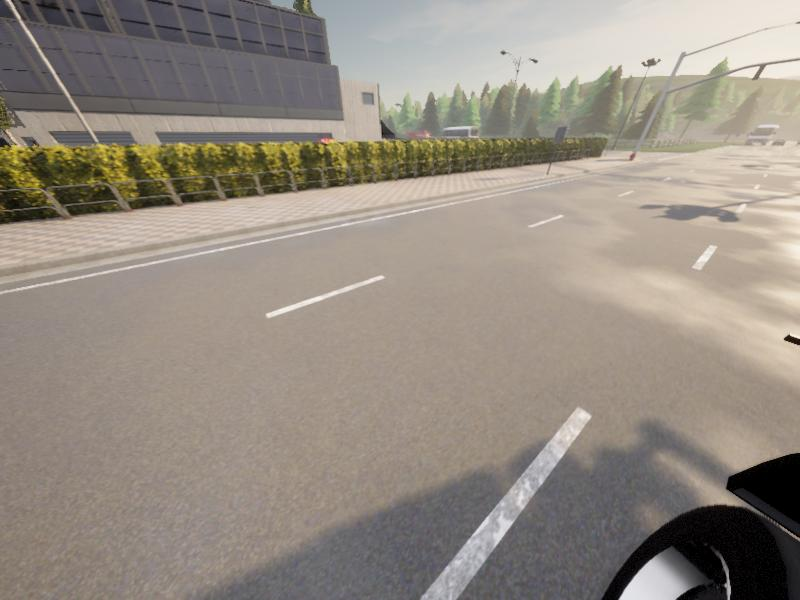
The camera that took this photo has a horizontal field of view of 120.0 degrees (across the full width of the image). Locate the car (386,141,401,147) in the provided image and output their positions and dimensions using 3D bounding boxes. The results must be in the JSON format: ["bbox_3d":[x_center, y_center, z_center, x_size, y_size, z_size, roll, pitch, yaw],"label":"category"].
[{"bbox_3d":[-1.771,-43.775,64.714,1.812,1.442,4.674,-22,41,-28],"label":"car"}]

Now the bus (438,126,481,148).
[{"bbox_3d":[14.869,-41.659,59.139,3.944,4.253,10.273,-22,41,-28],"label":"bus"}]

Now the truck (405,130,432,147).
[{"bbox_3d":[5.191,-46.072,65.844,2.891,3.827,8.468,-22,41,-28],"label":"truck"}]
